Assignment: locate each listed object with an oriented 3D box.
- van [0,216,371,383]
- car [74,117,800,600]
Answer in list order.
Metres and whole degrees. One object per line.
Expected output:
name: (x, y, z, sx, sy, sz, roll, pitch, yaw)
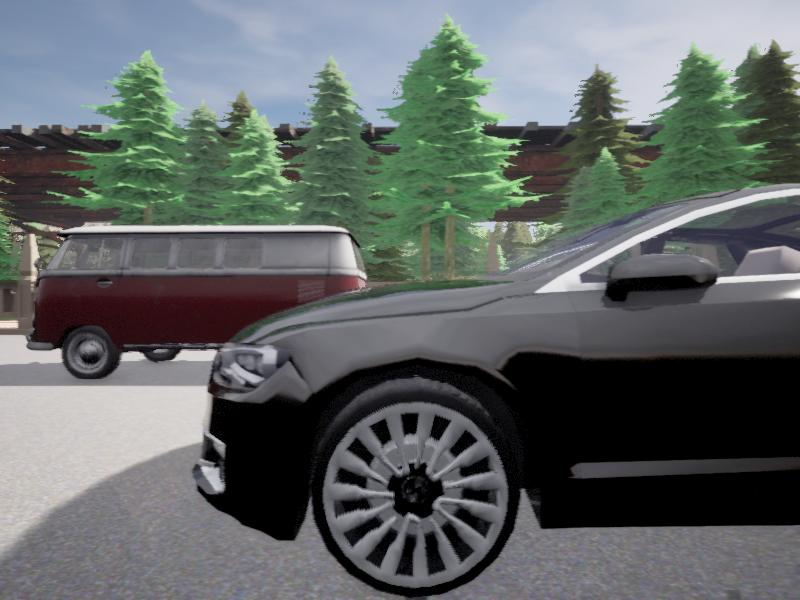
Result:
van: (-2.700, -0.005, 5.698, 4.442, 1.987, 1.775, 0, 0, 0)
car: (1.525, 0.236, 2.199, 4.902, 1.511, 2.128, 0, 0, 0)
